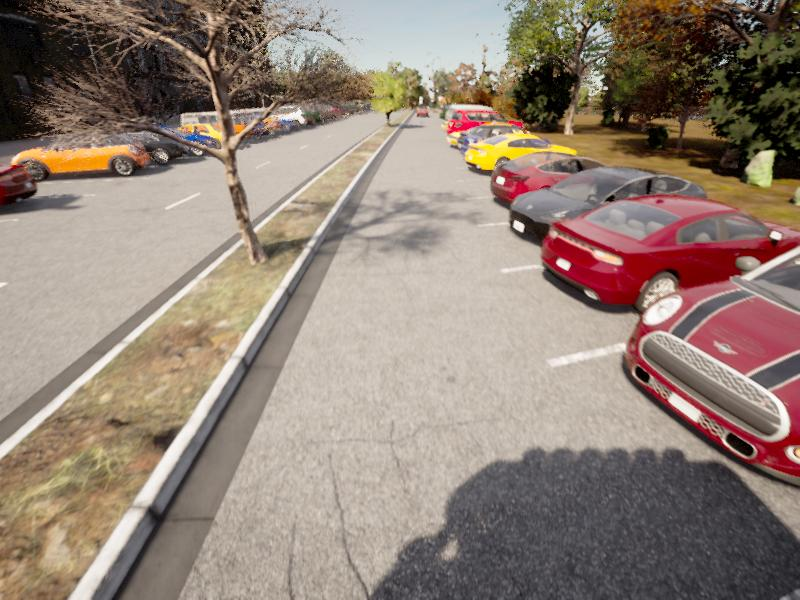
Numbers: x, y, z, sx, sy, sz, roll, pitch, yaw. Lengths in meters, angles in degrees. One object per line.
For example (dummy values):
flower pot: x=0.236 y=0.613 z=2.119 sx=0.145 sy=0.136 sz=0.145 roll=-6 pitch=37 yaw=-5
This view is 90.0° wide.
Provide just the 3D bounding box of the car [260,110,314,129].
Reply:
car: x=-11.373 y=-18.252 z=40.391 sx=5.008 sy=1.535 sz=2.097 roll=-8 pitch=28 yaw=-14

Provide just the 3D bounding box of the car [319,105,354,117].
car: x=-9.810 y=-29.234 z=61.741 sx=5.008 sy=1.535 sz=2.097 roll=-8 pitch=28 yaw=-14

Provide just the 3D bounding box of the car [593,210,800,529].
car: x=4.907 y=0.208 z=4.286 sx=4.553 sy=1.767 sz=2.185 roll=-8 pitch=29 yaw=-17

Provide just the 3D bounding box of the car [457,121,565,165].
car: x=5.458 y=-7.919 z=20.069 sx=4.553 sy=1.767 sz=2.185 roll=-7 pitch=28 yaw=-15

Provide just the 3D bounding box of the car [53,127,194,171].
car: x=-12.808 y=-7.253 z=19.008 sx=4.892 sy=1.521 sz=2.231 roll=-9 pitch=28 yaw=-15

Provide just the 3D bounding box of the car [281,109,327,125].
car: x=-10.959 y=-20.975 z=45.748 sx=4.792 sy=1.488 sz=2.163 roll=-8 pitch=28 yaw=-14

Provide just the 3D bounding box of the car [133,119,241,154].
car: x=-12.671 y=-9.982 z=24.312 sx=5.366 sy=1.575 sz=1.946 roll=-9 pitch=28 yaw=-15

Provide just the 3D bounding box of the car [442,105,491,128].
car: x=6.809 y=-18.863 z=41.112 sx=4.442 sy=1.987 sz=1.878 roll=-7 pitch=29 yaw=-15

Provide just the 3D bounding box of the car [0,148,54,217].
car: x=-13.196 y=-3.113 z=10.951 sx=5.008 sy=1.535 sz=2.097 roll=-9 pitch=29 yaw=-16

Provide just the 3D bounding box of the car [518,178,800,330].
car: x=4.926 y=-1.034 z=6.971 sx=5.008 sy=1.535 sz=2.097 roll=-8 pitch=28 yaw=-17

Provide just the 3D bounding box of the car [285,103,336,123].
car: x=-10.773 y=-22.597 z=48.289 sx=5.566 sy=2.045 sz=2.435 roll=-8 pitch=28 yaw=-14

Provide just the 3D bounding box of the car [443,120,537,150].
car: x=5.634 y=-10.502 z=25.351 sx=5.366 sy=1.575 sz=1.946 roll=-7 pitch=29 yaw=-15

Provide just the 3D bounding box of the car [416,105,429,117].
car: x=3.464 y=-28.638 z=60.523 sx=1.851 sy=1.617 sz=3.988 roll=2 pitch=27 yaw=3

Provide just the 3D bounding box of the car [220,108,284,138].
car: x=-11.836 y=-14.354 z=32.317 sx=4.442 sy=1.987 sz=1.878 roll=-8 pitch=28 yaw=-14

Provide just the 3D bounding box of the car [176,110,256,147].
car: x=-12.208 y=-11.603 z=26.970 sx=4.442 sy=1.987 sz=1.878 roll=-8 pitch=28 yaw=-14

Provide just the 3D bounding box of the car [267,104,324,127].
car: x=-11.206 y=-19.840 z=42.931 sx=5.566 sy=2.045 sz=2.435 roll=-8 pitch=28 yaw=-14

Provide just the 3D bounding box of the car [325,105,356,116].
car: x=-9.601 y=-30.582 z=64.442 sx=4.674 sy=1.452 sz=2.002 roll=-8 pitch=28 yaw=-14

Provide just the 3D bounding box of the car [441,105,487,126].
car: x=6.995 y=-20.223 z=43.754 sx=4.442 sy=1.987 sz=1.878 roll=-7 pitch=29 yaw=-15

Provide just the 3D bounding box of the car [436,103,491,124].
car: x=7.322 y=-21.624 z=46.426 sx=5.566 sy=2.045 sz=2.435 roll=-7 pitch=28 yaw=-15

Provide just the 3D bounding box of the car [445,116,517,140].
car: x=6.144 y=-13.209 z=30.686 sx=4.792 sy=1.488 sz=2.163 roll=-7 pitch=29 yaw=-15

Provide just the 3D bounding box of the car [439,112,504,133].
car: x=6.365 y=-15.938 z=35.914 sx=5.366 sy=1.575 sz=1.946 roll=-7 pitch=29 yaw=-15

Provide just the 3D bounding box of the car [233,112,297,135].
car: x=-11.755 y=-15.508 z=35.057 sx=5.008 sy=1.535 sz=2.097 roll=-8 pitch=28 yaw=-14

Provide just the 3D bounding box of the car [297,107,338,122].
car: x=-10.575 y=-23.719 z=51.083 sx=4.792 sy=1.488 sz=2.163 roll=-8 pitch=28 yaw=-14

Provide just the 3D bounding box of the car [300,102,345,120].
car: x=-10.386 y=-25.343 z=53.626 sx=5.566 sy=2.045 sz=2.435 roll=-8 pitch=28 yaw=-14

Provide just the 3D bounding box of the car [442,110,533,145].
car: x=6.016 y=-12.109 z=27.938 sx=5.566 sy=2.045 sz=2.435 roll=-7 pitch=28 yaw=-15

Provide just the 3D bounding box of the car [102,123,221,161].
car: x=-12.673 y=-8.633 z=21.690 sx=5.008 sy=1.535 sz=2.097 roll=-9 pitch=28 yaw=-15

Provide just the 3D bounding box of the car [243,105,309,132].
car: x=-11.589 y=-17.097 z=37.599 sx=5.566 sy=2.045 sz=2.435 roll=-8 pitch=28 yaw=-14

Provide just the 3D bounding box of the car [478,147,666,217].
car: x=5.134 y=-3.724 z=12.262 sx=4.792 sy=1.488 sz=2.163 roll=-8 pitch=28 yaw=-16

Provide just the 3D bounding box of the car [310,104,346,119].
car: x=-10.180 y=-26.598 z=56.342 sx=4.553 sy=1.767 sz=2.185 roll=-8 pitch=28 yaw=-14

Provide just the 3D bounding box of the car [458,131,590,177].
car: x=5.334 y=-6.455 z=17.501 sx=5.008 sy=1.535 sz=2.097 roll=-7 pitch=28 yaw=-16

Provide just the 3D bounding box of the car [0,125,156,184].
car: x=-12.940 y=-5.987 z=16.267 sx=4.553 sy=1.767 sz=2.185 roll=-9 pitch=29 yaw=-15

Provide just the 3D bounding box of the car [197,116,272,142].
car: x=-12.159 y=-12.728 z=29.718 sx=4.792 sy=1.488 sz=2.163 roll=-8 pitch=28 yaw=-14

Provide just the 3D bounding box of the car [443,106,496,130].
car: x=6.623 y=-17.503 z=38.469 sx=4.442 sy=1.987 sz=1.878 roll=-7 pitch=29 yaw=-15

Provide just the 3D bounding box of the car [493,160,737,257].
car: x=4.980 y=-2.356 z=9.602 sx=4.792 sy=1.488 sz=2.163 roll=-8 pitch=29 yaw=-16

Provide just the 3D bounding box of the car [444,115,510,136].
car: x=6.384 y=-14.578 z=33.348 sx=4.792 sy=1.488 sz=2.163 roll=-7 pitch=28 yaw=-15

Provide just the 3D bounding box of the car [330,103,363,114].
car: x=-9.371 y=-33.371 z=69.724 sx=5.366 sy=1.575 sz=1.946 roll=-8 pitch=29 yaw=-14

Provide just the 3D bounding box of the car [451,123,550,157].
car: x=5.636 y=-9.166 z=22.770 sx=4.892 sy=1.521 sz=2.231 roll=-7 pitch=28 yaw=-15

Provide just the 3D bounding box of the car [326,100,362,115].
car: x=-9.425 y=-32.219 z=66.968 sx=5.566 sy=2.045 sz=2.435 roll=-8 pitch=28 yaw=-14
